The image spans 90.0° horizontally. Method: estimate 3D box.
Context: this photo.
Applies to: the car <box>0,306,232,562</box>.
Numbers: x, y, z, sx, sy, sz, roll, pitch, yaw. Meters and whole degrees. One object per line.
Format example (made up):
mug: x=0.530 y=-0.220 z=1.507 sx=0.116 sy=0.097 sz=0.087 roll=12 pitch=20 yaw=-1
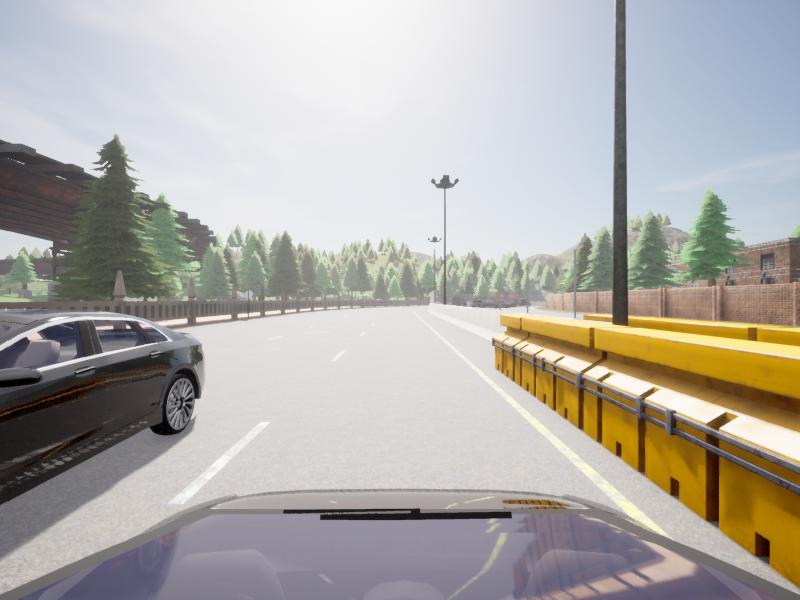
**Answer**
car: x=-3.500 y=0.837 z=3.363 sx=2.128 sy=1.511 sz=4.902 roll=0 pitch=0 yaw=0
